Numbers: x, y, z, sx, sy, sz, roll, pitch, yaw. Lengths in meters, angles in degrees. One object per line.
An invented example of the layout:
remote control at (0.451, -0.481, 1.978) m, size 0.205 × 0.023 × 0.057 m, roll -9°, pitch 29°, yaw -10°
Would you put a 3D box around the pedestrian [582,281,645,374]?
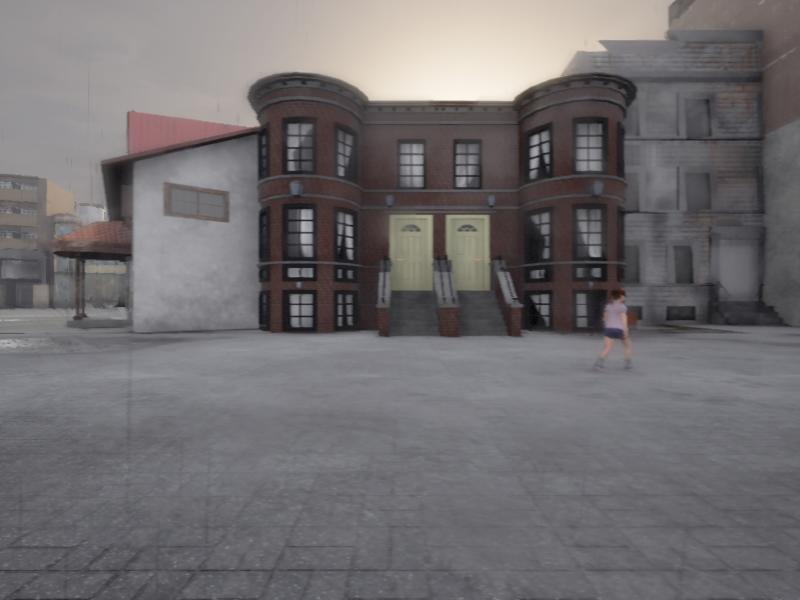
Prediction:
pedestrian at (2.702, 0.327, 5.075) m, size 0.500 × 1.100 × 0.500 m, roll 0°, pitch 0°, yaw -21°
